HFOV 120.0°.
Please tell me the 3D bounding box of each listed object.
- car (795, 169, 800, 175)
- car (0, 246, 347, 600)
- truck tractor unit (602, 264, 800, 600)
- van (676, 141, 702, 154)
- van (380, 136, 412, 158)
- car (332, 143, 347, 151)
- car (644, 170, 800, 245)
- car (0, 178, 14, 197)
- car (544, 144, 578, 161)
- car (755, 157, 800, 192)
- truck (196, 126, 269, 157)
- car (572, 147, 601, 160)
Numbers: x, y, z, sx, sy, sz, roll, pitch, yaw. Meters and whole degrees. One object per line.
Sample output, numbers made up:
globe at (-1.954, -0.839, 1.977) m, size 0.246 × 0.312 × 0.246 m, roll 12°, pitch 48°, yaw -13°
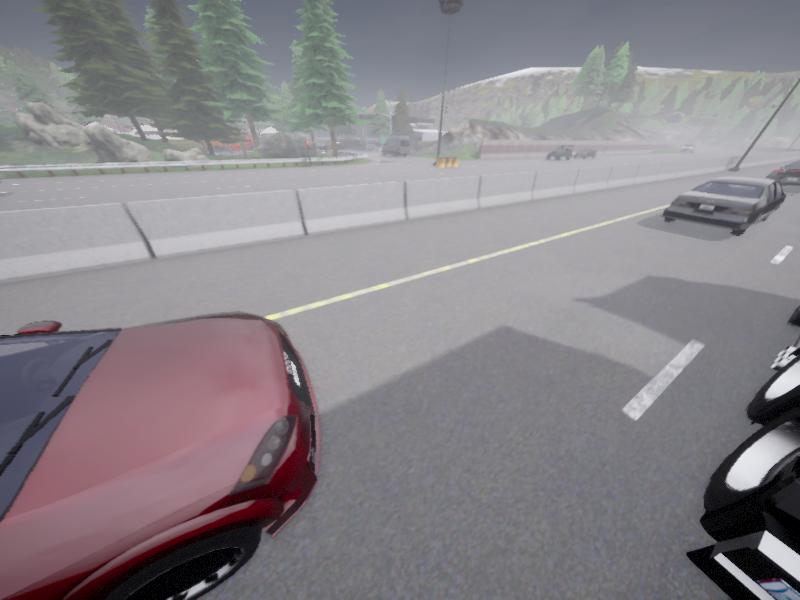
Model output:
car at (37.318, -11.813, 20.105) m, size 4.974 × 1.542 × 2.038 m, roll -17°, pitch 38°, yaw -24°
car at (-2.713, 1.086, 1.237) m, size 4.181 × 1.385 × 1.994 m, roll -18°, pitch 39°, yaw -24°
truck tractor unit at (5.113, -0.295, 0.796) m, size 6.516 × 4.208 × 3.053 m, roll -18°, pitch 39°, yaw -24°
van at (70.091, -37.004, 55.989) m, size 6.366 × 2.431 × 2.351 m, roll -22°, pitch 41°, yaw -29°
van at (-0.712, -23.040, 34.692) m, size 1.988 × 2.561 × 5.915 m, roll -18°, pitch 39°, yaw -24°
car at (-14.311, -36.064, 54.271) m, size 2.163 × 1.488 × 4.792 m, roll -16°, pitch 38°, yaw -22°
car at (11.037, -3.330, 7.725) m, size 5.357 × 1.411 × 2.033 m, roll -18°, pitch 39°, yaw -24°
car at (-20.598, -4.629, 9.366) m, size 4.718 × 1.301 × 1.895 m, roll -18°, pitch 39°, yaw -24°
car at (23.141, -21.192, 33.179) m, size 3.866 × 1.878 × 1.905 m, roll -18°, pitch 39°, yaw -24°
car at (24.396, -7.670, 13.999) m, size 4.974 × 1.542 × 2.038 m, roll -18°, pitch 39°, yaw -24°
truck at (-26.778, -25.779, 37.592) m, size 8.468 × 3.827 × 2.891 m, roll -18°, pitch 39°, yaw -24°
car at (29.163, -22.982, 36.121) m, size 3.705 × 1.549 × 1.789 m, roll -18°, pitch 39°, yaw -24°
